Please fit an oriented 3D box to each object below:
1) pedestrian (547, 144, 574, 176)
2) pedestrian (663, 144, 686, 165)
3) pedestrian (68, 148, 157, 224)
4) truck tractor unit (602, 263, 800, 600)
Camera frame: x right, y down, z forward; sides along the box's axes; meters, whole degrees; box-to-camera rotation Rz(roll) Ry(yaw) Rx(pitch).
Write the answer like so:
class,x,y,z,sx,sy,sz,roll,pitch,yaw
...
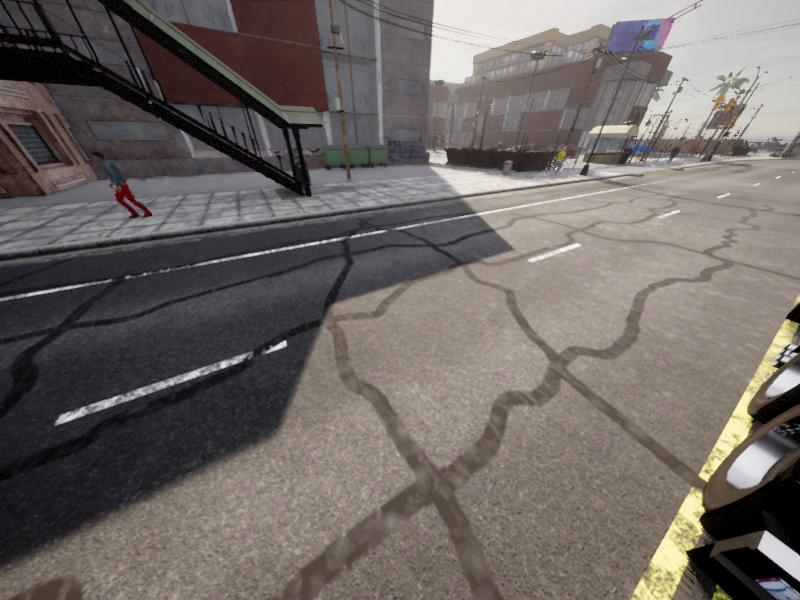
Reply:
class,x,y,z,sx,sy,sz,roll,pitch,yaw
pedestrian,11.291,-9.855,16.293,0.751,1.860,0.751,-18,39,-25
pedestrian,29.190,-15.529,24.586,0.751,1.860,0.751,-20,40,-26
pedestrian,-8.226,-3.330,6.764,0.751,1.860,0.751,-20,40,-26
truck tractor unit,5.106,-0.307,0.778,6.516,4.208,3.053,-19,39,-24
